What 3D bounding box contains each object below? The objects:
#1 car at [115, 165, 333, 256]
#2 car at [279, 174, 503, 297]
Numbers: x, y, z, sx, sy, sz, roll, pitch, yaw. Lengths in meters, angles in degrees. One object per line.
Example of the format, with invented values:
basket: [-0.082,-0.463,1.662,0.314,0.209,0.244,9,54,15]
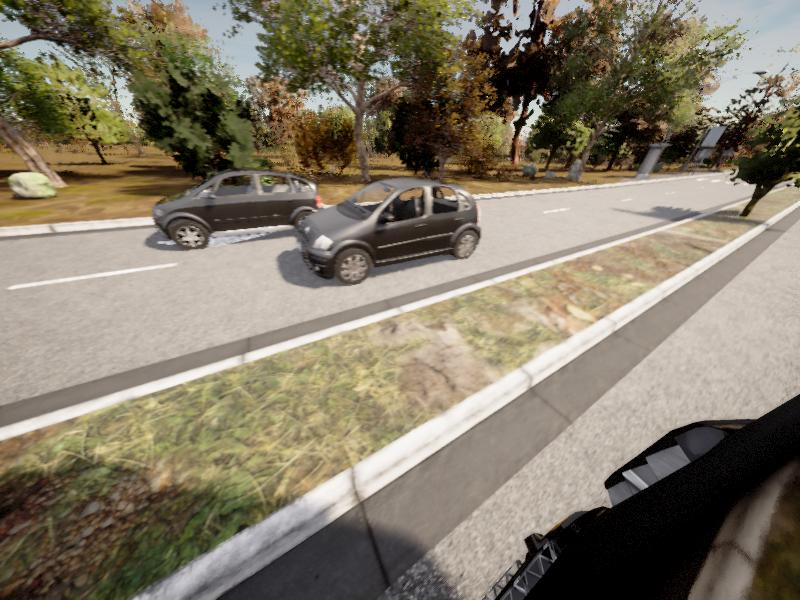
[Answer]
car: [-3.907,-2.485,5.943,3.705,1.549,1.789,-16,38,-26]
car: [-0.102,-1.678,4.972,3.988,1.617,1.851,-16,38,-26]
